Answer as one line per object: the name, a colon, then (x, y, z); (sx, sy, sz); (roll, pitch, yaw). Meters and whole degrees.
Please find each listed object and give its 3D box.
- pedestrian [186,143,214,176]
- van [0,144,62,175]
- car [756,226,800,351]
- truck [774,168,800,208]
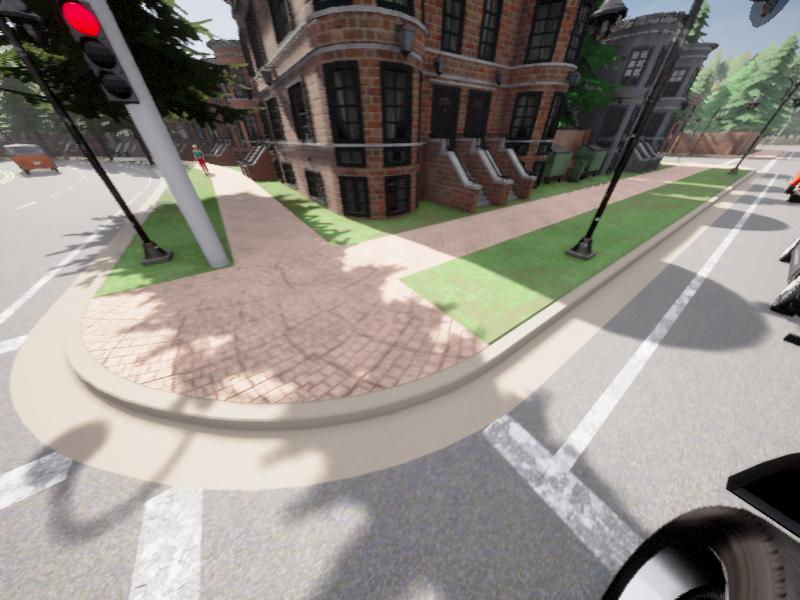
pedestrian: (-13.564, -9.551, 15.714); (0.751, 1.860, 0.751); (-23, 41, -29)
van: (-30.663, -11.722, 19.160); (4.442, 1.987, 1.775); (20, 40, 27)
car: (7.607, -0.606, 3.278); (5.238, 1.638, 1.930); (-22, 41, -28)
truck: (17.477, -4.956, 8.641); (5.204, 2.467, 2.627); (-22, 40, -28)
